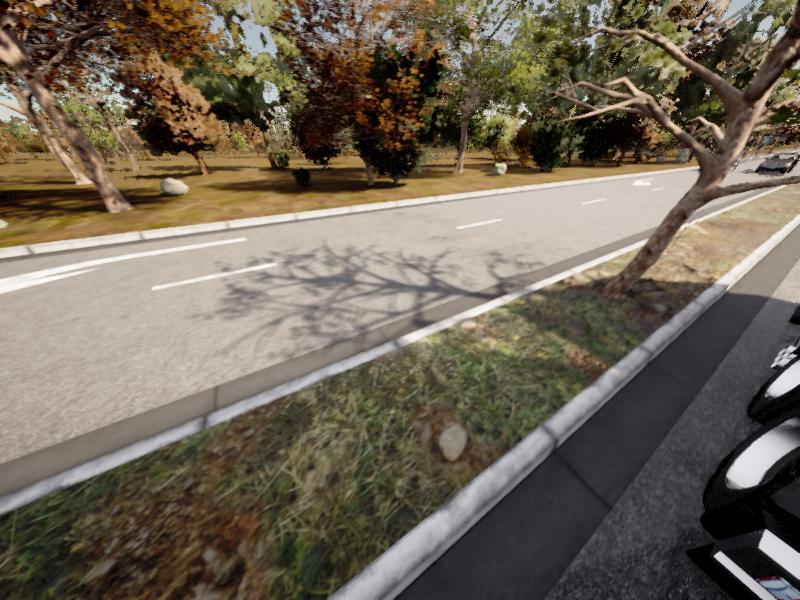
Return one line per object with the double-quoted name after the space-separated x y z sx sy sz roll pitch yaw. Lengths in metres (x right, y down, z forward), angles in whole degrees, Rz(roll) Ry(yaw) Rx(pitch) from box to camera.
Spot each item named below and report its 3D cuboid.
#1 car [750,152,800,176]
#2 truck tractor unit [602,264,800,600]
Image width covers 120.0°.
34.481 -12.415 20.979 3.988 1.617 1.851 -18 39 -24 "car"
5.116 -0.294 0.791 6.516 4.208 3.053 -18 39 -24 "truck tractor unit"
